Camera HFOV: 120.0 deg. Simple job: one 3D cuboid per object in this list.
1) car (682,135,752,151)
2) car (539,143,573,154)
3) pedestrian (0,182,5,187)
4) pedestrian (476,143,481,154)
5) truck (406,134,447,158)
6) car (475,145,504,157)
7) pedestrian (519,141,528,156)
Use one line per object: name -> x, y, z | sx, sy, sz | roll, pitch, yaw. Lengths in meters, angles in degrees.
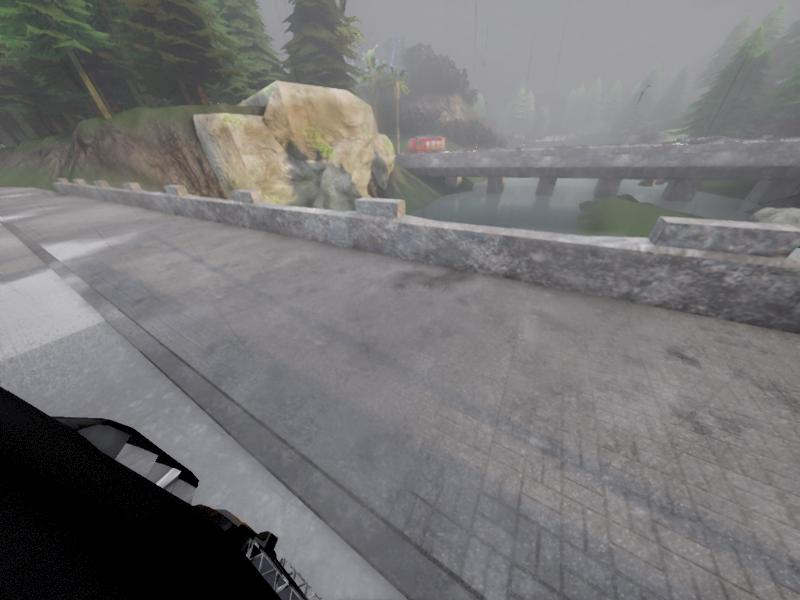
car -> 40.706, -20.285, 29.887 | 4.892, 1.490, 1.837 | 16, 38, 26
car -> 27.229, -26.568, 40.444 | 4.674, 1.442, 1.812 | 16, 38, 27
pedestrian -> -49.682, -14.721, 28.085 | 0.751, 1.860, 0.751 | 17, 39, 27
pedestrian -> 17.147, -33.183, 50.577 | 0.751, 1.860, 0.751 | 16, 38, 26
truck -> 5.659, -33.646, 50.636 | 8.468, 3.827, 2.891 | 17, 38, 27
car -> 16.329, -27.233, 42.229 | 4.514, 1.525, 2.007 | 16, 38, 26
pedestrian -> 19.558, -24.033, 36.629 | 0.751, 1.860, 0.751 | 24, 42, 35
